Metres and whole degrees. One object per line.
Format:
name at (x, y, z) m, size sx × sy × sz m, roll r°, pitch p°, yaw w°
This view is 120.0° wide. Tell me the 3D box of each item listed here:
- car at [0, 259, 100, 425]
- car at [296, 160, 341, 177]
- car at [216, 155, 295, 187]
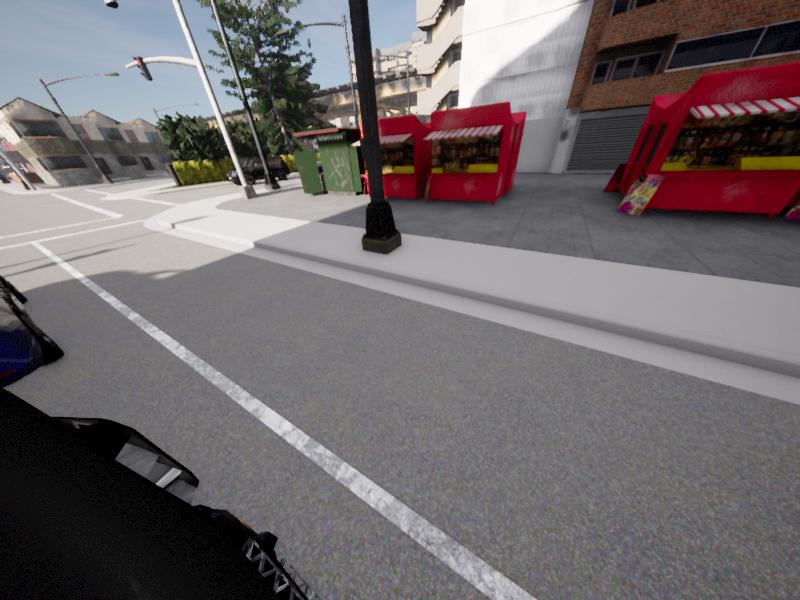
car at (-6.372, 0.260, 2.728) m, size 4.792 × 1.488 × 2.163 m, roll 16°, pitch 38°, yaw 26°
car at (-9.316, -15.302, 26.764) m, size 1.895 × 1.301 × 4.718 m, roll 15°, pitch 38°, yaw 26°
car at (-13.016, -11.976, 21.364) m, size 2.150 × 2.045 × 5.566 m, roll 15°, pitch 38°, yaw 26°
